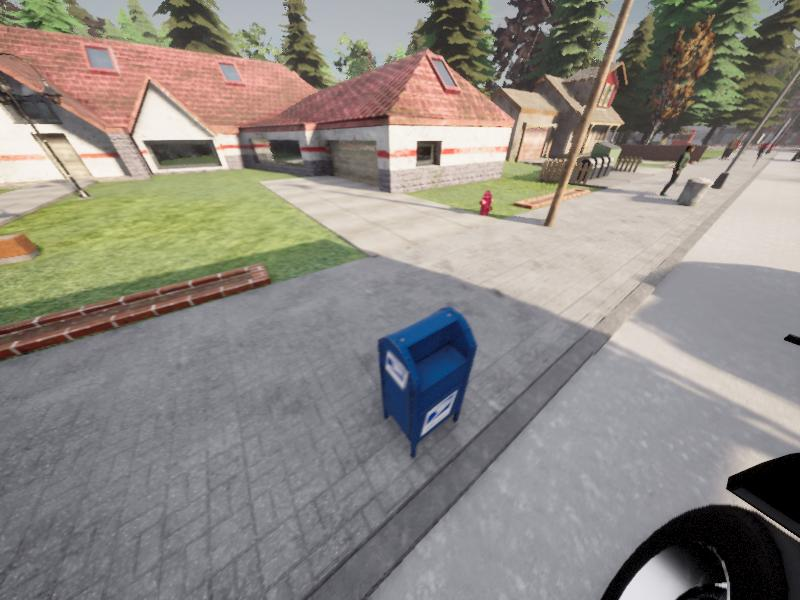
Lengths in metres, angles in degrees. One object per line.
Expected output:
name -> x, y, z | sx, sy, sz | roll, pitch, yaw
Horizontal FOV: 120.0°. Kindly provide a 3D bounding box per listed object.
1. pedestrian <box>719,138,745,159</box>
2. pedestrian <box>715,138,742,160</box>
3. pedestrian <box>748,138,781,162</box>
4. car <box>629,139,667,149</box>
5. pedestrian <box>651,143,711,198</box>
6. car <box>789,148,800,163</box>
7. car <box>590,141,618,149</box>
pedestrian -> 35.763, -16.324, 24.893 | 0.751, 1.860, 0.751 | -22, 41, -28
pedestrian -> 33.470, -15.373, 23.565 | 0.751, 1.860, 0.751 | -24, 41, -29
pedestrian -> 34.927, -14.389, 22.157 | 0.751, 1.860, 0.751 | -18, 39, -23
car -> 53.797, -34.044, 50.280 | 2.152, 1.651, 5.027 | -23, 41, -28
pedestrian -> 11.335, -5.260, 9.425 | 0.751, 1.860, 0.751 | 26, 43, 32
car -> 41.014, -14.610, 22.974 | 4.193, 1.474, 1.816 | -23, 41, -28
car -> 49.158, -37.502, 55.756 | 1.812, 1.442, 4.674 | -23, 41, -28
